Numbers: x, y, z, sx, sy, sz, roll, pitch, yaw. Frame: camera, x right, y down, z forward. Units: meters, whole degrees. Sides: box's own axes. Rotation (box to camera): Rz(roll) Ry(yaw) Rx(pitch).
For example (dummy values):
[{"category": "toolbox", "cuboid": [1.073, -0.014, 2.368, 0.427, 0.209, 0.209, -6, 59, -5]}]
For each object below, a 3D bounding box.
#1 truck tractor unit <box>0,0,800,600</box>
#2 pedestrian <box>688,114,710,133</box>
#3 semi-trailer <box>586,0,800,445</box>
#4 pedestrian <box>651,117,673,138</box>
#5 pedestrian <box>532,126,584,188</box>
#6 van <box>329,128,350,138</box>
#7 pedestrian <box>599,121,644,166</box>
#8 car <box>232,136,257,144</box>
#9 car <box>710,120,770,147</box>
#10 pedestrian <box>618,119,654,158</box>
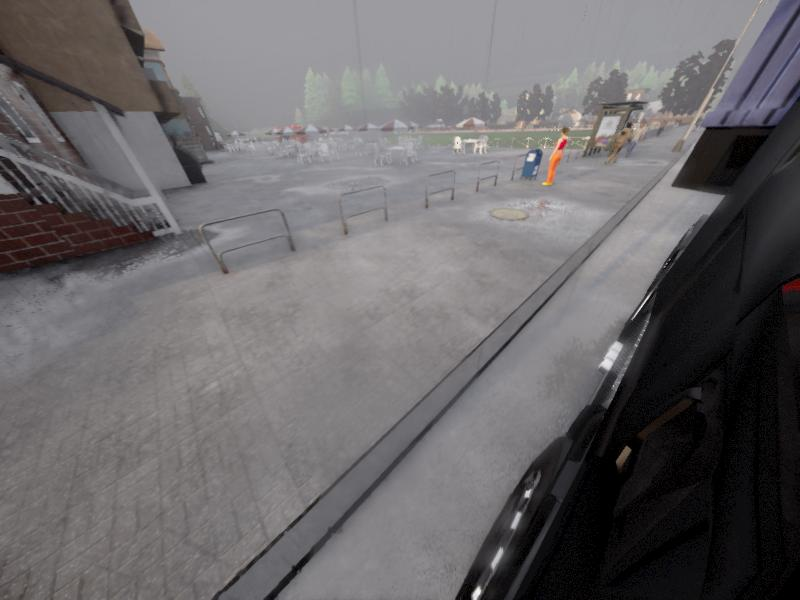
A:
[{"category": "truck tractor unit", "cuboid": [2.645, -0.295, 0.351, 6.516, 4.208, 3.053, -28, 44, -30]}, {"category": "pedestrian", "cuboid": [38.399, -22.642, 29.708, 0.751, 1.860, 0.751, -13, 38, -14]}, {"category": "semi-trailer", "cuboid": [9.953, -2.121, 2.173, 14.254, 4.402, 2.717, -9, 37, -9]}, {"category": "pedestrian", "cuboid": [28.355, -18.659, 25.011, 0.751, 1.860, 0.751, -31, 45, -32]}, {"category": "pedestrian", "cuboid": [5.785, -5.294, 8.577, 0.751, 1.860, 0.751, -10, 38, -10]}, {"category": "van", "cuboid": [-20.374, -56.663, 78.311, 6.366, 2.431, 2.351, -30, 45, -32]}, {"category": "pedestrian", "cuboid": [11.378, -8.076, 11.944, 0.751, 1.860, 0.751, -7, 37, -5]}, {"category": "car", "cuboid": [-42.297, -43.550, 62.879, 4.974, 1.542, 2.038, -30, 45, -32]}, {"category": "car", "cuboid": [27.720, -13.685, 18.929, 4.902, 1.511, 2.128, -29, 44, -31]}, {"category": "pedestrian", "cuboid": [14.227, -9.718, 13.958, 0.751, 1.860, 0.751, 29, 47, 35]}]
